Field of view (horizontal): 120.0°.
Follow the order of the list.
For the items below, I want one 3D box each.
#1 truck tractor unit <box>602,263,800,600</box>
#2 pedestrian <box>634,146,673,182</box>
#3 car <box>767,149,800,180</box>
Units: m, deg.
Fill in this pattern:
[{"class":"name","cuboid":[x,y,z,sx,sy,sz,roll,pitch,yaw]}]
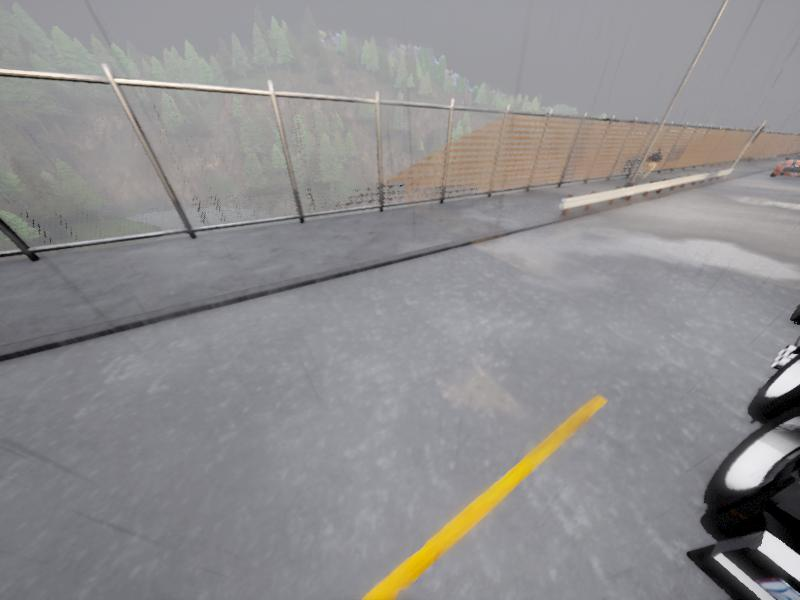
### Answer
[{"class":"truck tractor unit","cuboid":[5.108,-0.303,0.789,6.516,4.208,3.053,-18,39,-24]},{"class":"pedestrian","cuboid":[15.825,-8.506,14.491,0.751,1.860,0.751,-17,39,-24]},{"class":"car","cuboid":[30.515,-10.207,17.326,4.553,1.767,2.097,-18,39,-24]}]
